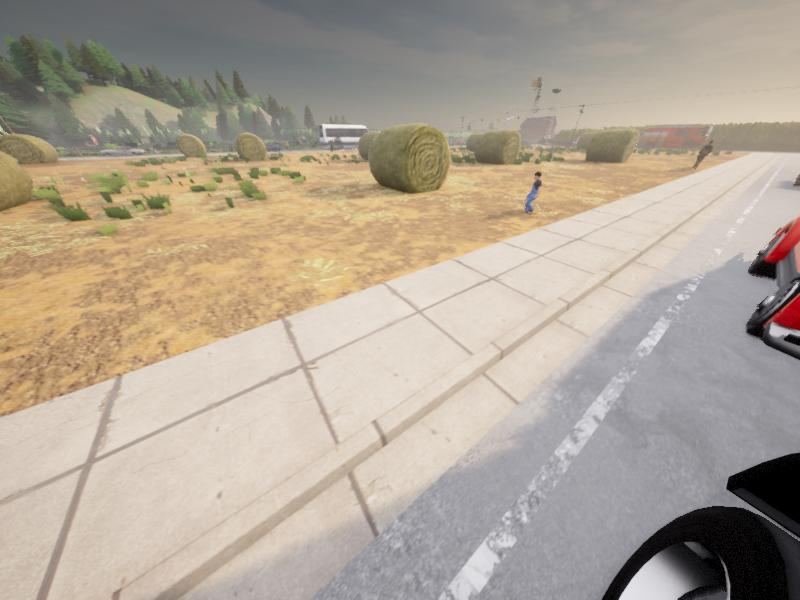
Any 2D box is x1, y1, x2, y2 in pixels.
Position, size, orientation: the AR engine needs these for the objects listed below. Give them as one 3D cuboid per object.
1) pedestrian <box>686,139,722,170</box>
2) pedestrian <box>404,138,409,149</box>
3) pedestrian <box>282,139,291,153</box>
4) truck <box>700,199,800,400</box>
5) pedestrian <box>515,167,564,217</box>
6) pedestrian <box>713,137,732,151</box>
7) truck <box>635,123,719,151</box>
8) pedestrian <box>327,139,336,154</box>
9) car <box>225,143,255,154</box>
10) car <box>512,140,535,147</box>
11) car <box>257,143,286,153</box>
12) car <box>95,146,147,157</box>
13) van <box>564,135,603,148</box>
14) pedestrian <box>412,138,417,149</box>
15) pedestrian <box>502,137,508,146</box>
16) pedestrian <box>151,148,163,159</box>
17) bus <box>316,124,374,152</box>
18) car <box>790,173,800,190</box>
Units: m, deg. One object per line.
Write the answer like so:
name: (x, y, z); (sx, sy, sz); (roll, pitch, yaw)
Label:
pedestrian: (22.019, -10.593, 16.776); (0.751, 1.860, 0.751); (29, 45, 35)
pedestrian: (1.311, -33.685, 49.661); (0.751, 1.860, 0.751); (-26, 43, -32)
pedestrian: (-18.900, -25.705, 38.551); (0.751, 1.860, 0.751); (-26, 43, -31)
truck: (6.619, -0.570, 2.500); (5.204, 2.467, 2.627); (-22, 41, -28)
pedestrian: (4.286, -3.384, 7.220); (0.751, 1.300, 0.751); (3, 35, 4)
pedestrian: (49.764, -24.107, 35.699); (0.751, 1.860, 0.751); (-14, 37, -18)
truck: (49.182, -29.161, 41.468); (2.891, 3.827, 8.468); (-22, 40, -27)
pedestrian: (-10.550, -23.694, 35.627); (0.751, 1.860, 0.751); (5, 36, 7)
car: (-29.114, -27.656, 42.051); (4.193, 1.474, 1.816); (-19, 39, -25)
car: (33.048, -41.958, 61.773); (2.163, 1.488, 4.792); (-28, 44, -34)
car: (-23.115, -27.421, 41.661); (4.193, 1.474, 1.816); (-19, 39, -25)
car: (-42.608, -22.816, 35.479); (4.718, 1.301, 1.895); (-20, 40, -25)
van: (43.022, -37.411, 54.419); (2.351, 2.431, 6.366); (-22, 40, -27)
pedestrian: (3.137, -33.324, 49.133); (0.751, 1.860, 0.751); (-23, 41, -28)
pedestrian: (27.568, -41.583, 60.659); (0.751, 1.860, 0.751); (24, 42, 30)
pedestrian: (-30.593, -18.465, 29.080); (0.500, 1.100, 0.500); (-5, 35, -6)
bus: (-10.976, -32.917, 46.924); (10.273, 4.253, 3.944); (-20, 40, -25)
car: (22.089, -6.439, 11.625); (4.181, 1.385, 1.994); (-22, 41, -28)
